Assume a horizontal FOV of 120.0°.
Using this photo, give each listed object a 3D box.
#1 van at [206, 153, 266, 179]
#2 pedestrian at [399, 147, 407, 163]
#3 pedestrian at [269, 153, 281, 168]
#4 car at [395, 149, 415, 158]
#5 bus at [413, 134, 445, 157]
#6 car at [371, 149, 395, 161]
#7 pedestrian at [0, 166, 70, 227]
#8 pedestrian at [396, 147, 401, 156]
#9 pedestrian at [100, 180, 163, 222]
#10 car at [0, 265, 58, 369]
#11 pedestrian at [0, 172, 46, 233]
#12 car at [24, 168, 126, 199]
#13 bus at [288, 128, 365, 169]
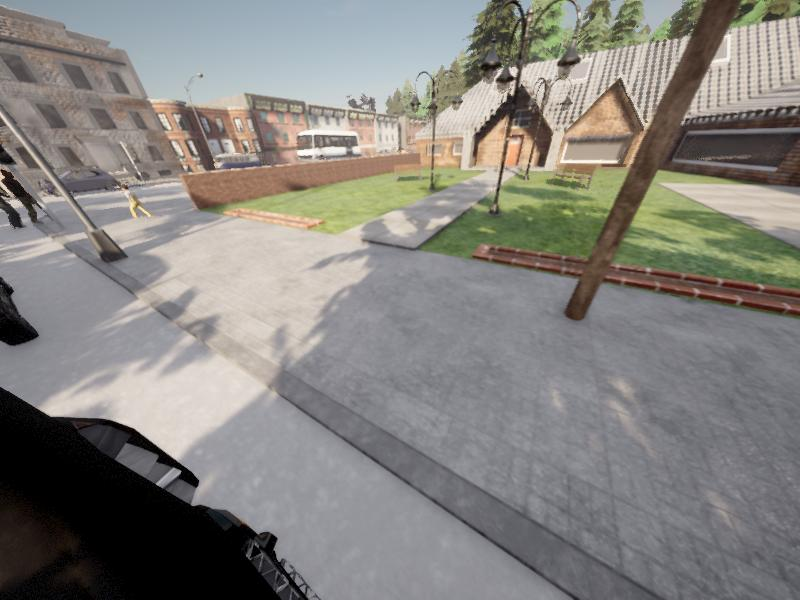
[{"bbox_3d":[-17.111,-14.211,24.416,1.775,1.987,4.442,17,38,26],"label":"van"},{"bbox_3d":[0.405,-19.586,31.243,0.751,1.860,0.751,16,38,25],"label":"pedestrian"},{"bbox_3d":[-17.990,-20.129,33.282,0.751,1.860,0.751,15,38,25],"label":"pedestrian"},{"bbox_3d":[1.097,-31.739,49.962,2.163,1.488,4.792,17,38,26],"label":"car"},{"bbox_3d":[7.457,-38.815,58.048,3.944,4.253,10.273,17,38,26],"label":"bus"},{"bbox_3d":[-3.136,-27.691,44.000,2.242,1.667,4.611,17,38,26],"label":"car"},{"bbox_3d":[-13.531,-3.741,8.388,0.751,1.860,0.751,-12,35,-15],"label":"pedestrian"},{"bbox_3d":[-0.420,-34.400,53.467,0.751,1.860,0.751,-22,38,-27],"label":"pedestrian"},{"bbox_3d":[-9.921,-3.701,8.606,0.751,1.300,0.751,-1,34,2],"label":"pedestrian"},{"bbox_3d":[-7.000,-0.096,2.999,3.988,1.617,1.851,17,38,26],"label":"car"},{"bbox_3d":[-14.372,-3.508,8.295,0.751,1.860,0.751,-15,36,-18],"label":"pedestrian"},{"bbox_3d":[-22.704,-8.319,16.357,1.845,1.501,3.633,14,37,24],"label":"car"},{"bbox_3d":[-10.037,-21.967,33.544,3.944,4.253,10.273,17,38,26],"label":"bus"}]
